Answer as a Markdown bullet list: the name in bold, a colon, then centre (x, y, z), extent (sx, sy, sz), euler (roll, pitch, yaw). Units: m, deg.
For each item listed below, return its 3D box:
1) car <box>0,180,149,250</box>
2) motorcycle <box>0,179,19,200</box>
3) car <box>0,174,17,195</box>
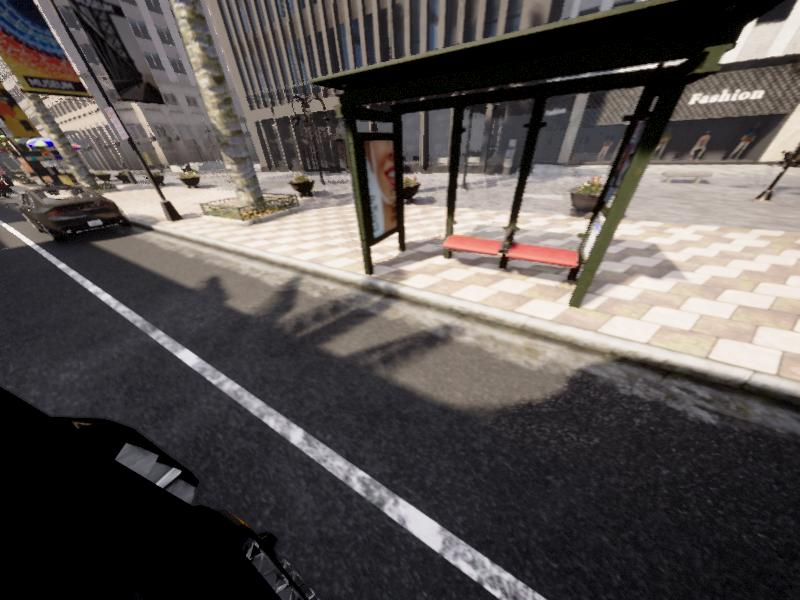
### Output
- **car**: centre (-11.973, -3.294, 8.349), extent (4.892, 1.521, 2.231), euler (16, 38, 25)
- **motorcycle**: centre (-31.228, -8.428, 17.720), extent (0.764, 1.277, 2.356), euler (-20, 37, -24)
- **car**: centre (-37.576, -10.522, 20.805), extent (4.553, 1.767, 2.185), euler (16, 38, 25)
